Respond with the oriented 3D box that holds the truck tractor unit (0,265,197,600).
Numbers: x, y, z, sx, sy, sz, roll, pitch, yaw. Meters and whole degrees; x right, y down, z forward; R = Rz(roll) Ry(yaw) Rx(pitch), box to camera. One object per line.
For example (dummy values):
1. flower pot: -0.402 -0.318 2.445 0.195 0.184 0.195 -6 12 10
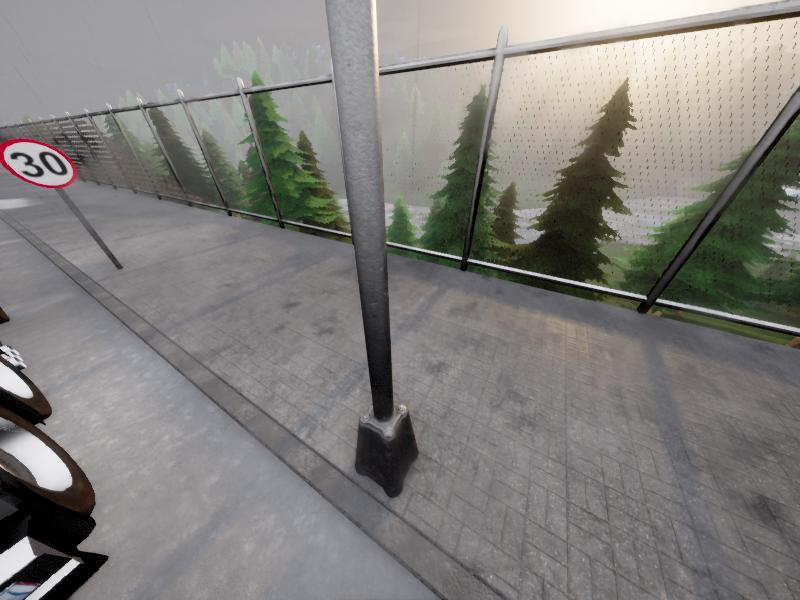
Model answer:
1. truck tractor unit: -5.113 -0.299 0.778 6.516 4.208 3.053 18 39 24
